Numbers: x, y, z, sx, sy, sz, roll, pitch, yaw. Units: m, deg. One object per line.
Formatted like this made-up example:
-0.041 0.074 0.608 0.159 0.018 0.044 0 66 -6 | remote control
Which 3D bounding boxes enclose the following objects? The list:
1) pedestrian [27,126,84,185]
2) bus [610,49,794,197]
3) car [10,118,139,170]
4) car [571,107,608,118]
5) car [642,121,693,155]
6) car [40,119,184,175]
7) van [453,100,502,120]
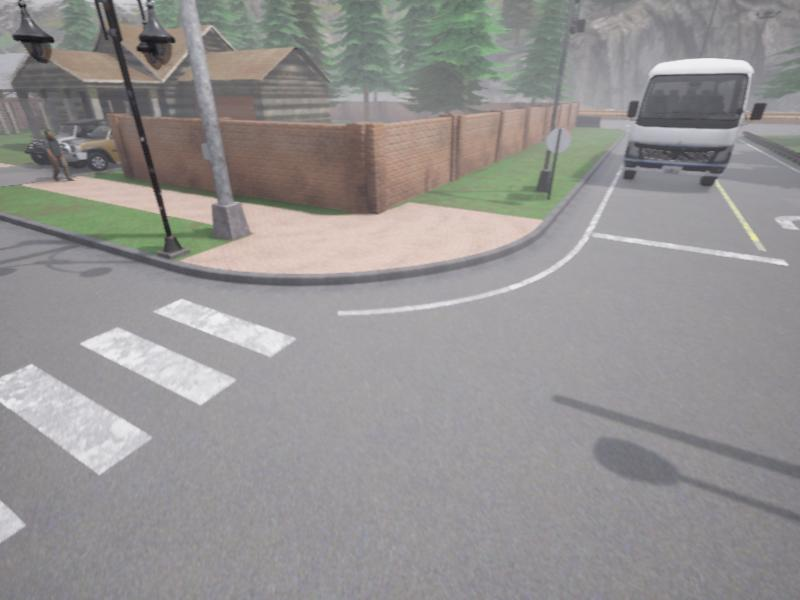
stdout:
-12.296 -5.177 14.327 0.751 1.860 0.751 8 28 16 | pedestrian
12.276 -7.856 17.414 3.944 4.253 10.273 15 31 26 | bus
-15.006 -7.401 18.735 1.905 1.878 3.866 14 30 25 | car
29.901 -29.708 63.270 4.892 1.490 1.837 14 30 26 | car
16.664 -10.225 25.069 2.128 1.511 4.902 15 31 26 | car
-12.612 -7.009 17.970 1.932 1.855 4.605 14 30 25 | car
11.155 -27.581 58.041 6.366 2.431 2.351 14 30 26 | van
